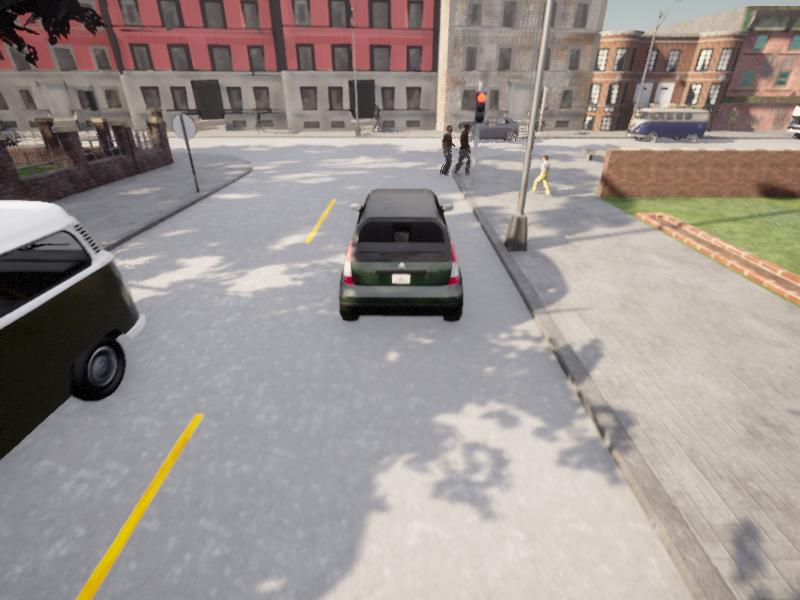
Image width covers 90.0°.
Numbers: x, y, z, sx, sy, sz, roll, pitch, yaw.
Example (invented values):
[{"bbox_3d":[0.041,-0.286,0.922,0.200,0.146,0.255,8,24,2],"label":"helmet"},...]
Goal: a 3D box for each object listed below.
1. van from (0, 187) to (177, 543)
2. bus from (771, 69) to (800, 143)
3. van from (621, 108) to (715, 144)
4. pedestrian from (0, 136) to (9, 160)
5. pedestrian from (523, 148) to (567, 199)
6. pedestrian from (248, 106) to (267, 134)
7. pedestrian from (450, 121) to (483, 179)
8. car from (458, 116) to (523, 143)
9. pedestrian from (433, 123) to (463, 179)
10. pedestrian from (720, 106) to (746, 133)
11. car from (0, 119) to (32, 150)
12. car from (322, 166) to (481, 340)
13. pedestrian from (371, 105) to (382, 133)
[{"bbox_3d":[-3.999,0.717,2.839,2.069,2.038,4.480,0,28,0],"label":"van"},{"bbox_3d":[31.039,-12.154,25.143,10.273,4.253,3.944,1,28,0],"label":"bus"},{"bbox_3d":[17.174,-11.267,25.843,4.442,1.987,1.775,0,28,0],"label":"van"},{"bbox_3d":[-18.853,-7.134,18.298,0.751,1.300,0.751,-3,28,-6],"label":"pedestrian"},{"bbox_3d":[4.334,-3.807,12.003,0.751,1.300,0.751,-15,31,-26],"label":"pedestrian"},{"bbox_3d":[-10.323,-13.058,29.027,0.751,1.860,0.751,6,28,11],"label":"pedestrian"},{"bbox_3d":[2.393,-5.468,14.563,0.751,1.860,0.751,22,35,36],"label":"pedestrian"},{"bbox_3d":[5.734,-11.017,25.818,3.633,1.501,1.845,-1,27,-2],"label":"car"},{"bbox_3d":[1.791,-5.661,15.172,0.751,1.860,0.751,19,33,32],"label":"pedestrian"},{"bbox_3d":[25.964,-14.106,31.236,0.751,1.860,0.751,-1,28,-1],"label":"pedestrian"},{"bbox_3d":[-24.299,-9.353,22.581,4.892,1.490,1.837,0,28,0],"label":"car"},{"bbox_3d":[0.025,-1.105,6.796,1.851,1.617,3.988,0,28,0],"label":"car"},{"bbox_3d":[-1.760,-13.716,30.310,0.751,1.860,0.751,-1,28,-2],"label":"pedestrian"}]
